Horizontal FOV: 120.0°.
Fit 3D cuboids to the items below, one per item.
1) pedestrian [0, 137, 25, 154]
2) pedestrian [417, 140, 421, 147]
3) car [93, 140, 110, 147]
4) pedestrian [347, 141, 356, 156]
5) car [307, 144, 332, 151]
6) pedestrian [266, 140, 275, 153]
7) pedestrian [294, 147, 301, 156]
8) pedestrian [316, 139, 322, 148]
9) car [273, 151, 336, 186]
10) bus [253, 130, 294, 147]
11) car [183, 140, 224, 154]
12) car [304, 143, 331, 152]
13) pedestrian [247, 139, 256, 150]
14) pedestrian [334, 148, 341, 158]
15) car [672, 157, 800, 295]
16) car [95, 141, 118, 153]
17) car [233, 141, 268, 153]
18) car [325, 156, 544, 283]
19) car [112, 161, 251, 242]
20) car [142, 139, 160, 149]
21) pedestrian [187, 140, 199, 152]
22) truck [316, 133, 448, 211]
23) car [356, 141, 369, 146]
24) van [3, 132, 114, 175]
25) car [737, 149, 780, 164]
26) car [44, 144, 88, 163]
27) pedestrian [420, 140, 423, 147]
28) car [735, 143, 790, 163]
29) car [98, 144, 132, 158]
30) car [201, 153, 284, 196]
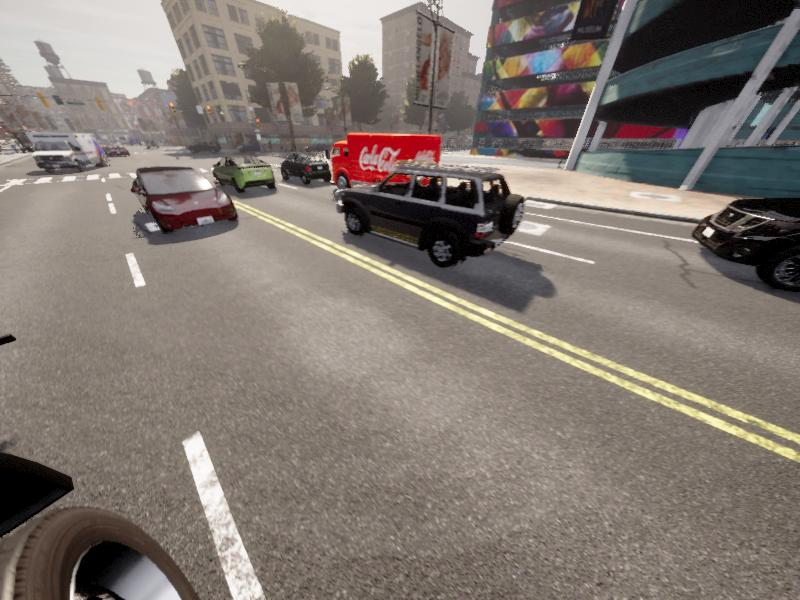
[{"bbox_3d":[-52.223,-20.834,31.168,0.751,1.860,0.751,10,36,13],"label":"pedestrian"},{"bbox_3d":[6.723,-55.516,81.843,0.751,1.860,0.751,20,39,25],"label":"pedestrian"},{"bbox_3d":[-73.736,-38.640,57.012,4.514,1.525,2.007,28,43,34],"label":"car"},{"bbox_3d":[-6.928,-21.603,32.949,0.751,1.860,0.751,-23,41,-30],"label":"pedestrian"},{"bbox_3d":[-17.404,-33.137,50.155,1.895,1.301,4.718,28,43,33],"label":"car"},{"bbox_3d":[-22.659,-26.798,40.439,0.751,1.860,0.751,-28,44,-35],"label":"pedestrian"},{"bbox_3d":[-15.380,-22.231,34.656,0.500,1.100,0.500,30,44,35],"label":"pedestrian"},{"bbox_3d":[-20.639,-39.684,58.704,0.751,1.860,0.751,-28,44,-35],"label":"pedestrian"},{"bbox_3d":[-5.950,-8.262,14.387,3.705,1.549,1.789,28,43,33],"label":"car"},{"bbox_3d":[-40.591,-52.296,74.738,3.944,4.253,10.273,28,43,33],"label":"bus"},{"bbox_3d":[-33.041,-25.863,38.969,4.605,1.855,1.932,-9,36,-14],"label":"car"},{"bbox_3d":[-16.576,-30.733,46.587,1.812,1.442,4.674,28,43,33],"label":"car"},{"bbox_3d":[-29.421,-30.782,45.792,0.751,1.860,0.751,13,37,18],"label":"pedestrian"},{"bbox_3d":[-8.004,-18.868,29.672,0.500,1.100,0.500,-27,43,-33],"label":"pedestrian"},{"bbox_3d":[9.245,-1.017,3.768,5.566,2.045,2.150,18,38,25],"label":"car"},{"bbox_3d":[-50.378,-26.284,39.612,5.008,1.535,1.882,28,43,33],"label":"car"},{"bbox_3d":[-26.935,-27.689,41.754,4.553,1.767,2.097,-28,44,-35],"label":"car"},{"bbox_3d":[0.478,-2.373,5.741,4.605,1.855,1.932,26,42,32],"label":"car"},{"bbox_3d":[-7.283,-3.521,7.624,4.792,1.488,2.163,28,43,33],"label":"car"},{"bbox_3d":[-54.862,-34.503,51.047,1.932,1.855,4.605,-25,42,-31],"label":"car"},{"bbox_3d":[-37.880,-28.246,42.291,0.751,1.860,0.751,22,40,28],"label":"pedestrian"},{"bbox_3d":[-0.943,-6.022,10.455,5.204,2.467,2.627,28,43,33],"label":"truck"},{"bbox_3d":[-13.829,-57.611,85.135,5.008,1.535,1.882,27,43,32],"label":"car"},{"bbox_3d":[-25.990,-11.616,18.139,2.351,2.431,6.366,-19,40,-26],"label":"van"},{"bbox_3d":[48.535,-19.600,31.390,2.007,1.523,4.514,28,43,33],"label":"car"},{"bbox_3d":[-35.774,-15.859,24.887,4.902,1.511,2.128,28,43,33],"label":"car"},{"bbox_3d":[7.458,-55.204,81.406,0.751,1.860,0.751,27,43,32],"label":"pedestrian"},{"bbox_3d":[48.500,-19.897,31.131,2.435,2.045,5.566,28,43,33],"label":"car"},{"bbox_3d":[-38.049,-19.951,30.852,4.181,1.385,1.994,24,41,29],"label":"car"},{"bbox_3d":[-8.437,-6.849,12.345,4.514,1.525,2.007,28,43,33],"label":"car"}]
